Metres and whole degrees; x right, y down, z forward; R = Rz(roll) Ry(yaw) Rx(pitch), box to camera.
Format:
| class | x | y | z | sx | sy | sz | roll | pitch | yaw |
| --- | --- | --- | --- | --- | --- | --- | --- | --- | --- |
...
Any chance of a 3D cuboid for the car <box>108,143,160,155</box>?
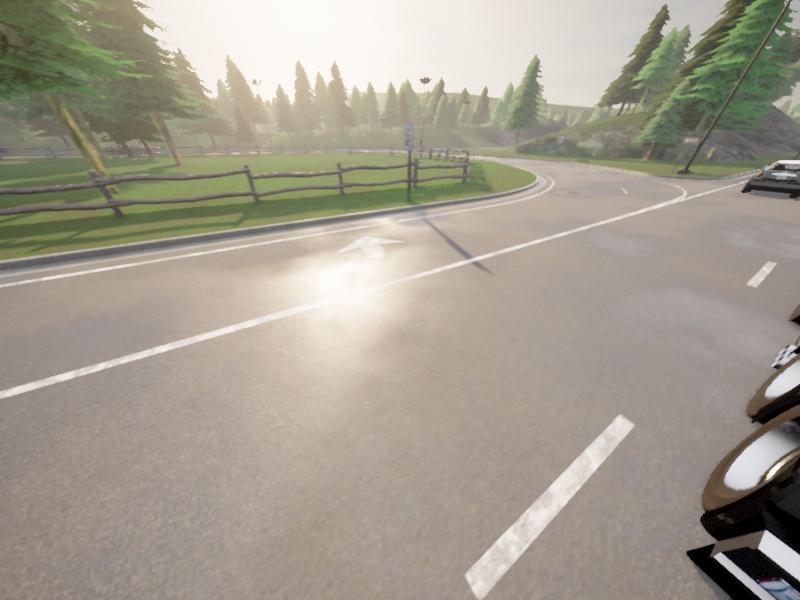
| class | x | y | z | sx | sy | sz | roll | pitch | yaw |
| --- | --- | --- | --- | --- | --- | --- | --- | --- | --- |
| car | -44.659 | -25.544 | 38.939 | 5.366 | 1.575 | 1.801 | -18 | 39 | -24 |

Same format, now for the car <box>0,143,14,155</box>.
| class | x | y | z | sx | sy | sz | roll | pitch | yaw |
| --- | --- | --- | --- | --- | --- | --- | --- | --- | --- |
| car | -62.142 | -22.174 | 33.983 | 5.008 | 1.535 | 1.882 | -18 | 39 | -24 |

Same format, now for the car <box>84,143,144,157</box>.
| class | x | y | z | sx | sy | sz | roll | pitch | yaw |
| --- | --- | --- | --- | --- | --- | --- | --- | --- | --- |
| car | -41.534 | -21.962 | 33.782 | 5.027 | 1.651 | 2.152 | -18 | 39 | -24 |

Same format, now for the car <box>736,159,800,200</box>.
| class | x | y | z | sx | sy | sz | roll | pitch | yaw |
| --- | --- | --- | --- | --- | --- | --- | --- | --- | --- |
| car | 20.327 | -6.452 | 12.155 | 3.806 | 1.475 | 1.970 | -18 | 39 | -24 |

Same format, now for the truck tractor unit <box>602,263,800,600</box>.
| class | x | y | z | sx | sy | sz | roll | pitch | yaw |
| --- | --- | --- | --- | --- | --- | --- | --- | --- | --- |
| truck tractor unit | 5.110 | -0.301 | 0.785 | 6.516 | 4.208 | 3.053 | -18 | 39 | -24 |
